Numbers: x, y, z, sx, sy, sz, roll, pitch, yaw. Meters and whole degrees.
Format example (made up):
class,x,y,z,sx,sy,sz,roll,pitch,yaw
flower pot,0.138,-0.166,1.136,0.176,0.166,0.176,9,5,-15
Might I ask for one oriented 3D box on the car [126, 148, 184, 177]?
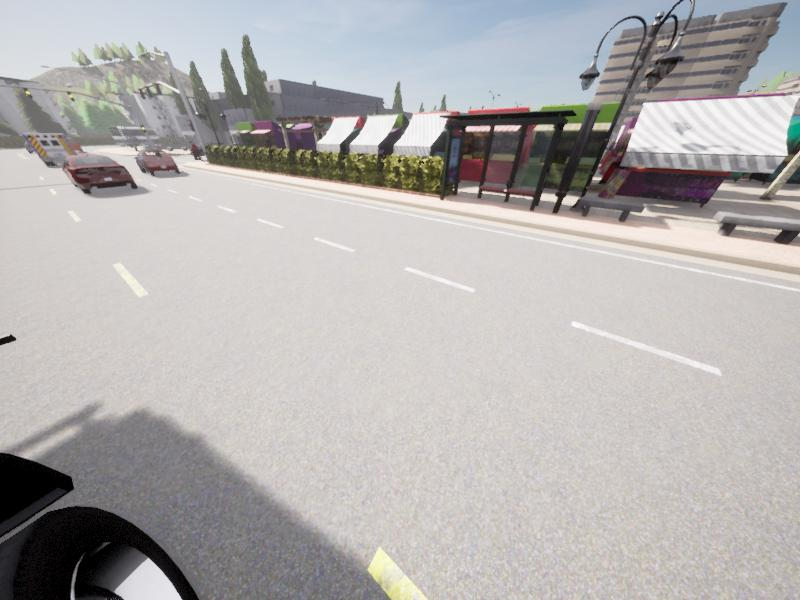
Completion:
class,x,y,z,sx,sy,sz,roll,pitch,yaw
car,-17.653,-9.986,16.640,3.633,1.501,1.845,25,42,31

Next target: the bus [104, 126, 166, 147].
class,x,y,z,sx,sy,sz,roll,pitch,yaw
bus,-71.849,-44.696,63.177,3.944,4.253,10.273,4,35,5

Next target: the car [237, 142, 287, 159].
class,x,y,z,sx,sy,sz,roll,pitch,yaw
car,-18.151,-19.950,30.704,2.152,1.651,5.027,23,41,29

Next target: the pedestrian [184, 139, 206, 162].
class,x,y,z,sx,sy,sz,roll,pitch,yaw
pedestrian,-20.283,-14.810,22.879,0.751,1.860,0.751,24,41,30

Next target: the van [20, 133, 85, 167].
class,x,y,z,sx,sy,sz,roll,pitch,yaw
van,-33.430,-14.536,22.215,6.366,2.431,2.351,23,41,29

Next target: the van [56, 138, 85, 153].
class,x,y,z,sx,sy,sz,roll,pitch,yaw
van,-53.002,-24.889,37.161,4.442,1.987,1.775,24,42,30

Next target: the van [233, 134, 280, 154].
class,x,y,z,sx,sy,sz,roll,pitch,yaw
van,-23.697,-26.108,38.614,1.988,2.561,5.915,24,41,29

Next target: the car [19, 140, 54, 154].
class,x,y,z,sx,sy,sz,roll,pitch,yaw
car,-58.067,-24.580,37.004,5.027,1.651,2.152,27,43,33

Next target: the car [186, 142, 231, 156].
class,x,y,z,sx,sy,sz,roll,pitch,yaw
car,-28.137,-22.293,34.046,2.007,1.525,4.514,24,41,30

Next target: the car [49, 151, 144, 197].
class,x,y,z,sx,sy,sz,roll,pitch,yaw
car,-15.539,-6.563,11.791,5.008,1.535,1.882,23,41,28

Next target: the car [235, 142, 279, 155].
class,x,y,z,sx,sy,sz,roll,pitch,yaw
car,-22.056,-23.583,35.872,1.801,1.575,5.366,24,42,30
